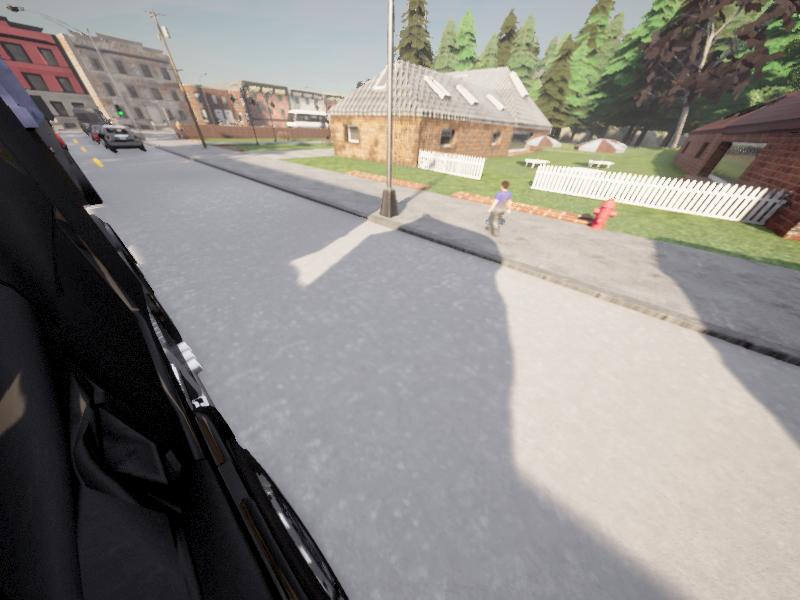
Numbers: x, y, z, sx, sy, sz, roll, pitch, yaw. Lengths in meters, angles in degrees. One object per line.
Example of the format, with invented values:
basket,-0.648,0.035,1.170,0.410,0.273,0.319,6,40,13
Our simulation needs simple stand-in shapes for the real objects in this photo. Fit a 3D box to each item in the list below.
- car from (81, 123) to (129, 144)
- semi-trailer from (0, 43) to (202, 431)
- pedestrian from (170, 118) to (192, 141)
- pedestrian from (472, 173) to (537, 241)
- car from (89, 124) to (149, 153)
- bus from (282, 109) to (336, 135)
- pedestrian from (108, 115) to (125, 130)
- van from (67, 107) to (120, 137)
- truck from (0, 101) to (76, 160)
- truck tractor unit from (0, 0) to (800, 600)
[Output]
car,-27.099,-15.318,21.225,4.181,1.385,1.994,28,44,30
semi-trailer,-8.703,-3.604,4.220,14.254,4.402,2.717,28,44,30
pedestrian,-22.508,-17.471,23.748,0.751,1.860,0.751,23,41,25
pedestrian,2.366,-2.168,5.393,0.751,1.300,0.751,-10,39,-17
car,-20.678,-11.931,17.023,3.806,1.475,1.970,28,44,30
bus,-19.982,-39.693,51.784,3.944,4.253,10.273,28,44,30
pedestrian,-43.230,-27.084,35.272,0.751,1.860,0.751,23,41,25
van,-35.546,-20.839,27.080,1.988,2.561,5.915,-24,44,-30
truck,-22.033,-9.926,13.436,5.204,2.467,2.627,28,44,30
truck tractor unit,-2.645,-0.295,0.351,6.516,4.208,3.053,28,44,30
